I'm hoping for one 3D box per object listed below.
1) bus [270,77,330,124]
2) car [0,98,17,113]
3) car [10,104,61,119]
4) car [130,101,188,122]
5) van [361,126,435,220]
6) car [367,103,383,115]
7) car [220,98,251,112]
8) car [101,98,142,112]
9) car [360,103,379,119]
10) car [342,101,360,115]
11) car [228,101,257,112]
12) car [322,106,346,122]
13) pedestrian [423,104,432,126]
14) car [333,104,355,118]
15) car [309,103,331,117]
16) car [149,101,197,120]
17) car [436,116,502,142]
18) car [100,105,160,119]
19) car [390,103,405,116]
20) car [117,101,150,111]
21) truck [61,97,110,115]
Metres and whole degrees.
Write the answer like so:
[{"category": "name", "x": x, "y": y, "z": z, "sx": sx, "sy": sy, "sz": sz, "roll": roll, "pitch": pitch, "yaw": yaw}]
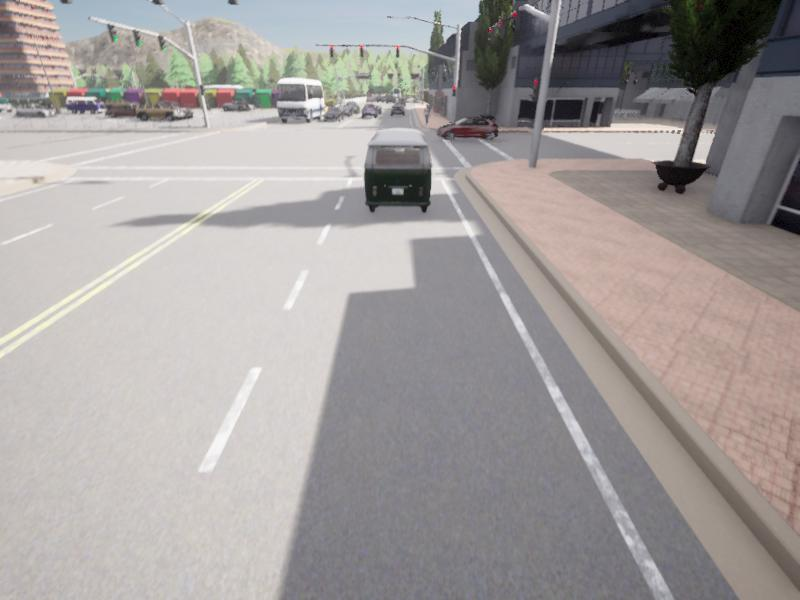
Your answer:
[{"category": "bus", "x": -10.886, "y": -22.506, "z": 45.078, "sx": 3.944, "sy": 4.253, "sz": 10.273, "roll": 0, "pitch": 28, "yaw": 0}, {"category": "car", "x": -58.057, "y": -27.645, "z": 56.938, "sx": 4.605, "sy": 1.855, "sz": 1.932, "roll": 0, "pitch": 28, "yaw": -1}, {"category": "car", "x": -42.812, "y": -22.216, "z": 47.115, "sx": 3.806, "sy": 1.475, "sz": 1.970, "roll": 0, "pitch": 28, "yaw": -1}, {"category": "car", "x": -25.352, "y": -19.876, "z": 42.184, "sx": 4.605, "sy": 1.855, "sz": 1.932, "roll": 0, "pitch": 28, "yaw": -1}, {"category": "van", "x": -0.022, "y": -4.013, "z": 12.069, "sx": 1.775, "sy": 1.987, "sz": 4.442, "roll": 1, "pitch": 28, "yaw": 1}, {"category": "car", "x": -3.731, "y": -28.877, "z": 60.389, "sx": 1.970, "sy": 1.475, "sz": 3.806, "roll": 1, "pitch": 28, "yaw": 1}, {"category": "car", "x": -25.523, "y": -30.273, "z": 62.158, "sx": 3.866, "sy": 1.878, "sz": 1.905, "roll": 0, "pitch": 28, "yaw": -1}, {"category": "car", "x": -43.043, "y": -30.235, "z": 61.989, "sx": 4.605, "sy": 1.855, "sz": 1.932, "roll": 0, "pitch": 28, "yaw": -1}, {"category": "car", "x": -3.881, "y": -24.710, "z": 52.188, "sx": 2.033, "sy": 1.649, "sz": 4.856, "roll": 1, "pitch": 28, "yaw": 1}, {"category": "car", "x": -7.240, "y": -28.789, "z": 59.832, "sx": 2.097, "sy": 1.767, "sz": 4.553, "roll": 1, "pitch": 28, "yaw": 1}, {"category": "car", "x": -25.537, "y": -31.398, "z": 64.836, "sx": 3.806, "sy": 1.475, "sz": 1.970, "roll": 0, "pitch": 28, "yaw": -1}, {"category": "car", "x": -7.506, "y": -21.333, "z": 45.828, "sx": 1.837, "sy": 1.490, "sz": 4.892, "roll": 0, "pitch": 28, "yaw": 0}, {"category": "pedestrian", "x": 2.519, "y": -17.247, "z": 37.253, "sx": 0.751, "sy": 1.860, "sz": 0.751, "roll": 3, "pitch": 28, "yaw": 5}, {"category": "car", "x": -7.375, "y": -25.064, "z": 52.975, "sx": 2.128, "sy": 1.511, "sz": 4.902, "roll": 1, "pitch": 28, "yaw": 1}, {"category": "car", "x": -10.845, "y": -25.910, "z": 54.554, "sx": 1.882, "sy": 1.535, "sz": 5.008, "roll": 1, "pitch": 28, "yaw": 1}, {"category": "car", "x": -25.322, "y": -21.210, "z": 44.753, "sx": 3.866, "sy": 1.878, "sz": 1.905, "roll": 0, "pitch": 28, "yaw": -1}, {"category": "car", "x": 4.691, "y": -11.866, "z": 27.729, "sx": 4.193, "sy": 1.474, "sz": 1.816, "roll": 0, "pitch": 28, "yaw": -1}, {"category": "car", "x": -31.786, "y": -22.246, "z": 47.215, "sx": 5.357, "sy": 1.415, "sz": 2.033, "roll": 0, "pitch": 28, "yaw": -1}, {"category": "car", "x": -0.271, "y": -27.808, "z": 58.267, "sx": 2.038, "sy": 1.542, "sz": 4.974, "roll": 1, "pitch": 28, "yaw": 1}, {"category": "car", "x": -43.003, "y": -31.386, "z": 64.656, "sx": 3.905, "sy": 1.438, "sz": 1.784, "roll": 0, "pitch": 28, "yaw": -1}, {"category": "truck", "x": -42.917, "y": -26.524, "z": 54.658, "sx": 4.478, "sy": 2.038, "sz": 2.069, "roll": 0, "pitch": 28, "yaw": -1}]
